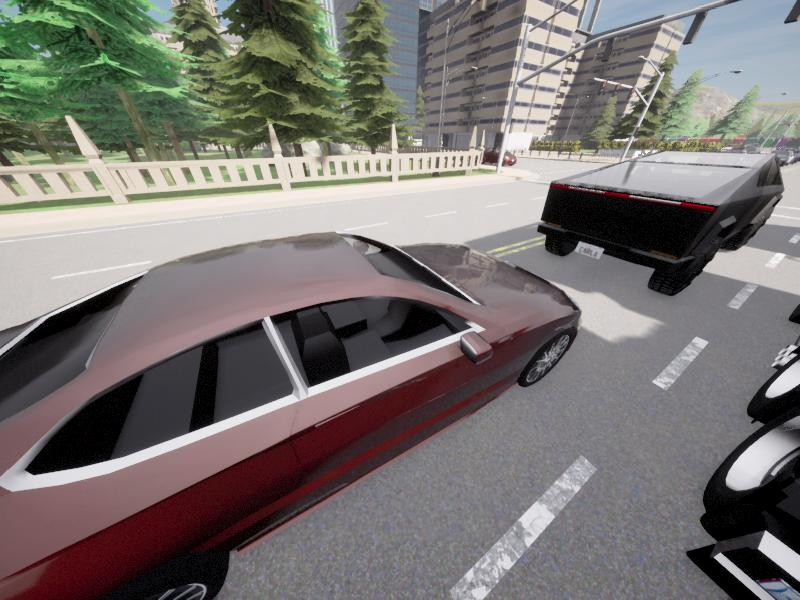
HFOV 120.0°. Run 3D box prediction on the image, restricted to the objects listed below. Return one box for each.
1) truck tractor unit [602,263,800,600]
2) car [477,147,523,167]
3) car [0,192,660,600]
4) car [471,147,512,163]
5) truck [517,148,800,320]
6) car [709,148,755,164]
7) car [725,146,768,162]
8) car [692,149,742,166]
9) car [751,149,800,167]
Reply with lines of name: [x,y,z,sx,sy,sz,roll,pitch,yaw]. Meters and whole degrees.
truck tractor unit: [5.108,-0.303,0.786,6.516,4.208,3.053,-18,39,-24]
car: [10.494,-15.293,24.634,1.851,1.617,3.988,-17,38,-23]
car: [-0.491,0.277,2.178,5.027,1.651,2.152,-18,39,-24]
car: [11.419,-18.382,29.219,1.812,1.442,4.674,-18,39,-24]
truck: [5.997,-2.037,5.130,6.274,2.098,2.390,-18,39,-24]
car: [41.375,-17.975,28.765,4.974,1.542,2.038,-18,39,-24]
car: [47.401,-19.982,31.604,4.856,1.649,2.033,-18,39,-24]
car: [35.943,-16.241,26.240,4.514,1.525,2.007,-17,38,-23]
car: [42.202,-15.936,25.842,4.974,1.542,2.038,-18,39,-24]
